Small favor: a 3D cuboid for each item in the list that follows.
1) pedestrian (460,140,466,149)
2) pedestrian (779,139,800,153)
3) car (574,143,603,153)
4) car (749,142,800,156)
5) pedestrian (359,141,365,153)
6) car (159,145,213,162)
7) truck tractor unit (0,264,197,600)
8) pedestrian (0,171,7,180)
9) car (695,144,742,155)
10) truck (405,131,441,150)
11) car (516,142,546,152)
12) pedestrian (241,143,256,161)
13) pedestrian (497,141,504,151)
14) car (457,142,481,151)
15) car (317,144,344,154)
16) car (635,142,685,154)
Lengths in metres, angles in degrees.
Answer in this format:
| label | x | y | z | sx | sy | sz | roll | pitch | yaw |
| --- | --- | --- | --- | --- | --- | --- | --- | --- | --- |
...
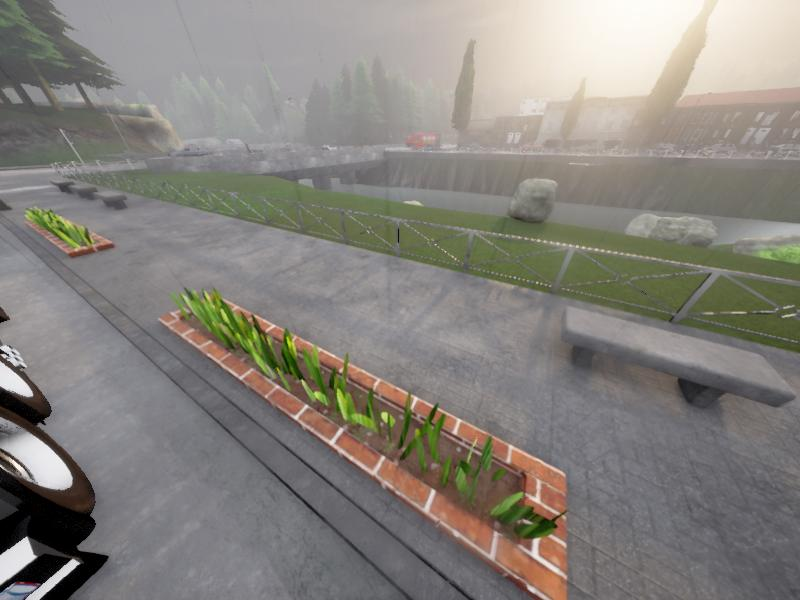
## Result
| label | x | y | z | sx | sy | sz | roll | pitch | yaw |
| --- | --- | --- | --- | --- | --- | --- | --- | --- | --- |
| pedestrian | 15.931 | -39.206 | 58.301 | 0.751 | 1.860 | 0.751 | 28 | 44 | 34 |
| pedestrian | 63.513 | -25.040 | 37.644 | 0.751 | 1.860 | 0.751 | 16 | 38 | 22 |
| car | 35.986 | -29.094 | 44.207 | 3.806 | 1.475 | 1.970 | 18 | 39 | 24 |
| car | 56.903 | -22.350 | 34.222 | 5.238 | 1.638 | 1.930 | 18 | 39 | 24 |
| pedestrian | -7.471 | -30.305 | 45.715 | 0.751 | 1.860 | 0.751 | 16 | 38 | 22 |
| car | -28.589 | -19.736 | 31.087 | 2.242 | 1.667 | 4.611 | 18 | 39 | 24 |
| truck tractor unit | -5.110 | -0.302 | 0.777 | 6.516 | 4.208 | 3.053 | 18 | 39 | 24 |
| pedestrian | -27.094 | -8.731 | 14.870 | 0.751 | 1.860 | 0.751 | -12 | 36 | -16 |
| car | 50.944 | -24.221 | 37.098 | 3.806 | 1.475 | 1.970 | 18 | 39 | 25 |
| truck | 5.665 | -39.945 | 57.955 | 8.468 | 3.827 | 2.891 | 18 | 39 | 24 |
| car | 27.298 | -31.986 | 48.295 | 5.027 | 1.651 | 2.152 | 18 | 39 | 25 |
| pedestrian | -19.061 | -18.695 | 29.131 | 0.751 | 1.860 | 0.751 | 19 | 39 | 25 |
| pedestrian | 21.688 | -33.313 | 49.994 | 0.751 | 1.860 | 0.751 | 0 | 35 | 0 |
| car | 15.978 | -35.676 | 53.675 | 4.856 | 1.649 | 2.033 | 18 | 39 | 24 |
| car | -13.692 | -29.916 | 45.713 | 2.038 | 1.542 | 4.974 | 18 | 39 | 24 |
| car | 44.809 | -26.289 | 39.970 | 5.238 | 1.638 | 1.930 | 18 | 39 | 24 |
